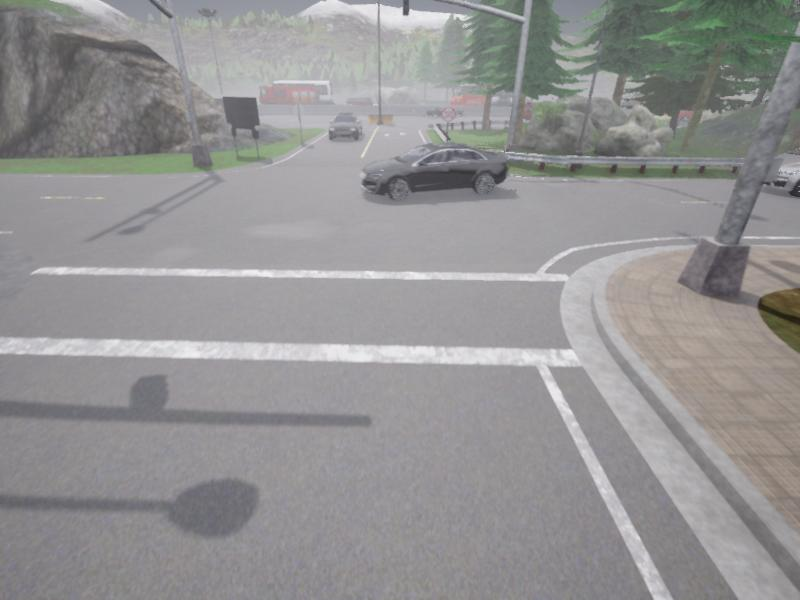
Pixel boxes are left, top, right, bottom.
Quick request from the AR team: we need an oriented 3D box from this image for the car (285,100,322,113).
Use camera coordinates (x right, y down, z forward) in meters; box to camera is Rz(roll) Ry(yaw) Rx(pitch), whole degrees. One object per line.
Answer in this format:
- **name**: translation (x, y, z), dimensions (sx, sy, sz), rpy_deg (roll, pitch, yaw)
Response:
- **car**: translation (-14.990, -30.178, 62.423), dimensions (5.027, 1.651, 2.152), rpy_deg (0, 28, 0)

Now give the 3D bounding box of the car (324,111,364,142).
- **car**: translation (-3.672, -11.880, 27.237), dimensions (2.038, 1.542, 4.974), rpy_deg (0, 28, -1)

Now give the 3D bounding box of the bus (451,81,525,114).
- **bus**: translation (13.303, -31.267, 61.754), dimensions (10.273, 4.253, 3.944), rpy_deg (0, 28, 0)

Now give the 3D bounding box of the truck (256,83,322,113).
- **truck**: translation (-16.168, -29.658, 58.746), dimensions (8.468, 3.827, 2.891), rpy_deg (0, 28, 0)

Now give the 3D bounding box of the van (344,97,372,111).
- **van**: translation (-6.808, -32.055, 65.403), dimensions (4.442, 1.987, 1.775), rpy_deg (0, 28, 0)

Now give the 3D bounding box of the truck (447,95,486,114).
- **truck**: translation (9.768, -28.919, 59.166), dimensions (5.204, 2.467, 2.627), rpy_deg (0, 28, 0)

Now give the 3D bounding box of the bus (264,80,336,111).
- **bus**: translation (-15.984, -33.051, 64.728), dimensions (10.273, 4.253, 3.944), rpy_deg (0, 28, 0)

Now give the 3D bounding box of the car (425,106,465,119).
- **car**: translation (5.619, -23.525, 50.135), dimensions (4.718, 1.301, 1.895), rpy_deg (0, 28, 0)

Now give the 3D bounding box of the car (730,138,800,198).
- **car**: translation (15.061, -4.679, 14.096), dimensions (4.611, 1.667, 2.242), rpy_deg (0, 28, 0)

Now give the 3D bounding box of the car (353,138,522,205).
- **car**: translation (1.124, -4.267, 13.024), dimensions (4.902, 1.511, 2.128), rpy_deg (-8, 29, -14)

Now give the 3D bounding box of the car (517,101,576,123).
- **car**: translation (16.305, -21.045, 44.778), dimensions (5.566, 2.045, 2.150), rpy_deg (-5, 28, -10)
